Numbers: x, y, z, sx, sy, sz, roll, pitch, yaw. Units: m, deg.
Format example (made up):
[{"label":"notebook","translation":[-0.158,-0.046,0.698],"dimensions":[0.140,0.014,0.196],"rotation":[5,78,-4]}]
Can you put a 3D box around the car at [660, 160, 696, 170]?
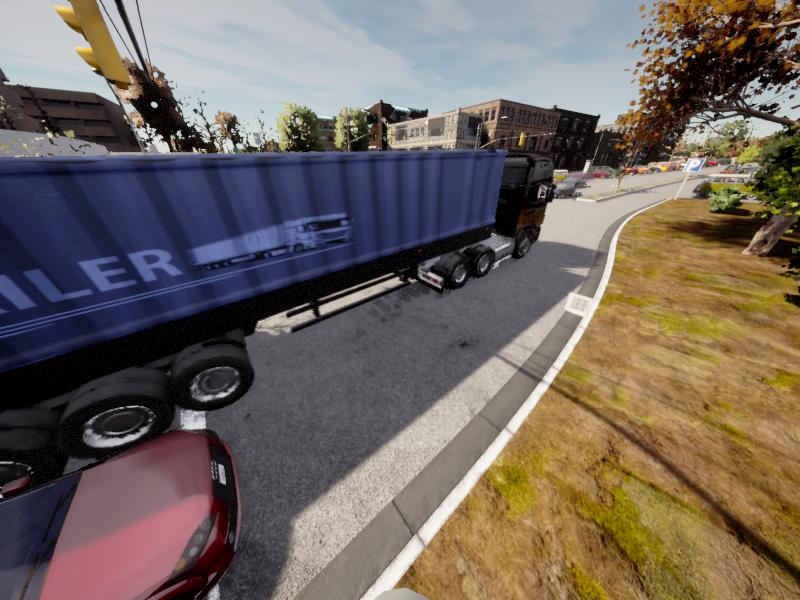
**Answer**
[{"label":"car","translation":[73.317,-35.569,61.045],"dimensions":[5.566,2.045,2.435],"rotation":[22,38,36]}]

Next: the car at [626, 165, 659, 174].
[{"label":"car","translation":[54.944,-29.664,52.587],"dimensions":[4.892,1.521,2.231],"rotation":[22,38,35]}]

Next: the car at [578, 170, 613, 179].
[{"label":"car","translation":[36.781,-23.674,43.552],"dimensions":[4.674,1.452,2.002],"rotation":[20,37,33]}]

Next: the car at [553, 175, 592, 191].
[{"label":"car","translation":[23.358,-15.923,31.329],"dimensions":[5.357,1.411,2.033],"rotation":[-20,36,-28]}]

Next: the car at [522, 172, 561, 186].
[{"label":"car","translation":[21.562,-18.424,35.211],"dimensions":[4.553,1.767,2.185],"rotation":[19,36,31]}]

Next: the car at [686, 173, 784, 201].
[{"label":"car","translation":[30.571,-10.506,21.390],"dimensions":[4.442,1.987,1.878],"rotation":[20,38,31]}]

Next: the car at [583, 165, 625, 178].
[{"label":"car","translation":[39.365,-24.796,44.732],"dimensions":[5.566,2.045,2.435],"rotation":[20,37,33]}]

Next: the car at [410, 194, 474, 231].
[{"label":"car","translation":[2.857,-6.057,15.703],"dimensions":[4.193,1.474,1.816],"rotation":[-24,39,-29]}]

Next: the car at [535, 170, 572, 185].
[{"label":"car","translation":[24.186,-19.390,36.497],"dimensions":[4.442,1.987,1.878],"rotation":[19,36,31]}]

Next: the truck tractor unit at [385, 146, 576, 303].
[{"label":"truck tractor unit","translation":[3.089,-3.432,9.073],"dimensions":[6.516,4.208,3.053],"rotation":[-24,38,-31]}]

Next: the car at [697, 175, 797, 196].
[{"label":"car","translation":[35.730,-12.037,24.127],"dimensions":[5.366,1.575,1.946],"rotation":[21,37,31]}]

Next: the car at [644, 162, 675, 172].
[{"label":"car","translation":[62.903,-32.281,56.119],"dimensions":[4.442,1.987,1.878],"rotation":[22,38,35]}]

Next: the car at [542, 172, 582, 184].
[{"label":"car","translation":[26.611,-20.140,38.075],"dimensions":[4.892,1.521,2.231],"rotation":[19,36,32]}]

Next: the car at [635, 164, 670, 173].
[{"label":"car","translation":[60.044,-31.365,55.174],"dimensions":[5.366,1.575,1.946],"rotation":[22,38,35]}]

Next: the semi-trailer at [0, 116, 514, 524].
[{"label":"semi-trailer","translation":[-3.099,-0.807,4.914],"dimensions":[14.254,4.402,2.717],"rotation":[-24,37,-32]}]

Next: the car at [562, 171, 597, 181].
[{"label":"car","translation":[31.680,-21.906,40.851],"dimensions":[4.674,1.452,2.002],"rotation":[19,36,32]}]

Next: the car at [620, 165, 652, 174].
[{"label":"car","translation":[52.328,-28.939,51.258],"dimensions":[4.553,1.767,2.185],"rotation":[21,38,34]}]

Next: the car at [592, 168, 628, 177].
[{"label":"car","translation":[41.921,-25.455,46.197],"dimensions":[5.008,1.535,2.097],"rotation":[20,37,33]}]

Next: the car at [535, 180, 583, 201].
[{"label":"car","translation":[16.716,-11.561,24.301],"dimensions":[4.792,1.488,2.163],"rotation":[-21,36,-29]}]

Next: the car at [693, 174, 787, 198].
[{"label":"car","translation":[33.092,-11.306,22.797],"dimensions":[4.553,1.767,2.185],"rotation":[20,37,31]}]

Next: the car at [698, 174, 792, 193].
[{"label":"car","translation":[37.900,-13.039,25.682],"dimensions":[5.366,1.575,1.946],"rotation":[21,38,31]}]

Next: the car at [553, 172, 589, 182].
[{"label":"car","translation":[29.144,-21.005,39.471],"dimensions":[4.674,1.452,2.002],"rotation":[19,37,32]}]

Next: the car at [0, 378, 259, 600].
[{"label":"car","translation":[-3.911,2.816,1.910],"dimensions":[4.181,1.385,1.994],"rotation":[-23,37,-32]}]

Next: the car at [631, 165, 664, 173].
[{"label":"car","translation":[57.558,-30.497,53.847],"dimensions":[5.008,1.535,2.097],"rotation":[22,37,35]}]

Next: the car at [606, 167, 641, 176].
[{"label":"car","translation":[47.102,-27.159,48.787],"dimensions":[5.008,1.535,2.097],"rotation":[21,38,34]}]
